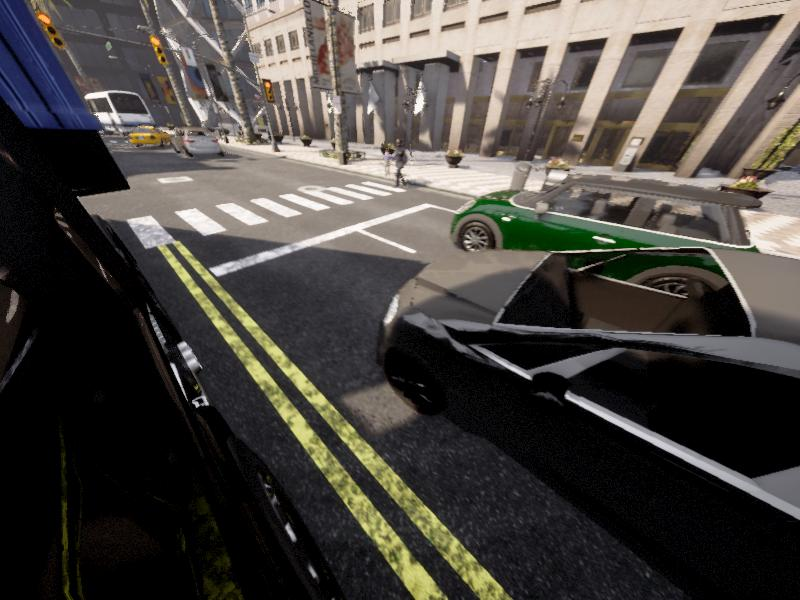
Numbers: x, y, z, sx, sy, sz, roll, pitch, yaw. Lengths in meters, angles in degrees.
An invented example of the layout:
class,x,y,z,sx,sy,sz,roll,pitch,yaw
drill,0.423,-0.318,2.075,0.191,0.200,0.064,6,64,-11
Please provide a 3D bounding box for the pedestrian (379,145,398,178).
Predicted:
class,x,y,z,sx,sy,sz,roll,pitch,yaw
pedestrian,-0.585,-6.928,11.577,0.751,1.300,0.751,11,37,11

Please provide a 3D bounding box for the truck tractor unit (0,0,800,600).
class,x,y,z,sx,sy,sz,roll,pitch,yaw
truck tractor unit,-2.645,-0.295,0.351,6.516,4.208,3.053,28,44,30

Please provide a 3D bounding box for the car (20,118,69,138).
class,x,y,z,sx,sy,sz,roll,pitch,yaw
car,-37.117,-17.926,24.114,4.792,1.488,2.163,26,42,28

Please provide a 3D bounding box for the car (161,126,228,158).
class,x,y,z,sx,sy,sz,roll,pitch,yaw
car,-14.984,-11.578,16.853,4.611,1.667,2.242,28,43,31

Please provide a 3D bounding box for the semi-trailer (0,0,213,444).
class,x,y,z,sx,sy,sz,roll,pitch,yaw
semi-trailer,-9.957,-2.124,2.151,14.254,4.402,2.717,9,36,8

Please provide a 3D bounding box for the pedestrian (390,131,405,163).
class,x,y,z,sx,sy,sz,roll,pitch,yaw
pedestrian,-0.197,-10.896,16.460,0.751,1.860,0.751,21,40,23

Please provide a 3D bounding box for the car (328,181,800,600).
class,x,y,z,sx,sy,sz,roll,pitch,yaw
car,1.922,0.527,1.689,4.611,1.667,2.242,29,44,31

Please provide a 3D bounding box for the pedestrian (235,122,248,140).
class,x,y,z,sx,sy,sz,roll,pitch,yaw
pedestrian,-20.754,-22.112,30.202,0.751,1.860,0.751,-27,46,-34

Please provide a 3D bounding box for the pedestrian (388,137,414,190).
class,x,y,z,sx,sy,sz,roll,pitch,yaw
pedestrian,0.000,-5.877,9.977,0.751,1.860,0.751,-29,47,-35

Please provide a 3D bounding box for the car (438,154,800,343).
class,x,y,z,sx,sy,sz,roll,pitch,yaw
car,3.332,-1.515,4.424,4.553,1.767,2.097,29,44,31

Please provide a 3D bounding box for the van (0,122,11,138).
class,x,y,z,sx,sy,sz,roll,pitch,yaw
van,-39.200,-16.512,21.607,4.480,2.038,2.069,26,43,28

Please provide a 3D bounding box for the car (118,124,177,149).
class,x,y,z,sx,sy,sz,roll,pitch,yaw
car,-22.013,-14.545,20.472,1.801,1.575,5.366,-14,40,-21

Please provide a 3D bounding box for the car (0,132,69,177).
class,x,y,z,sx,sy,sz,roll,pitch,yaw
car,-17.668,-6.095,9.568,4.181,1.385,1.994,-1,37,-5

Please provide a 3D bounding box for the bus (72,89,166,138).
class,x,y,z,sx,sy,sz,roll,pitch,yaw
bus,-35.356,-23.279,29.102,10.273,4.253,3.944,22,41,25
